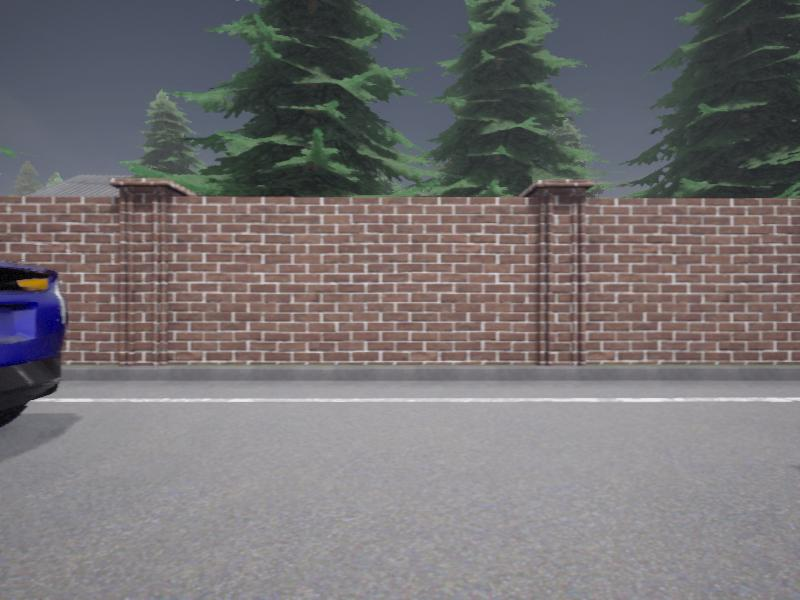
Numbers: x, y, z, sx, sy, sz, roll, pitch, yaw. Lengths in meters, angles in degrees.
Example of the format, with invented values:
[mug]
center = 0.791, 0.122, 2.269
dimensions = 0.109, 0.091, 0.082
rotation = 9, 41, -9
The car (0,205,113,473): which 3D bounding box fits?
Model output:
[car]
center = -4.533, 0.223, 2.164
dimensions = 4.514, 1.525, 2.007
rotation = 0, 0, 0
